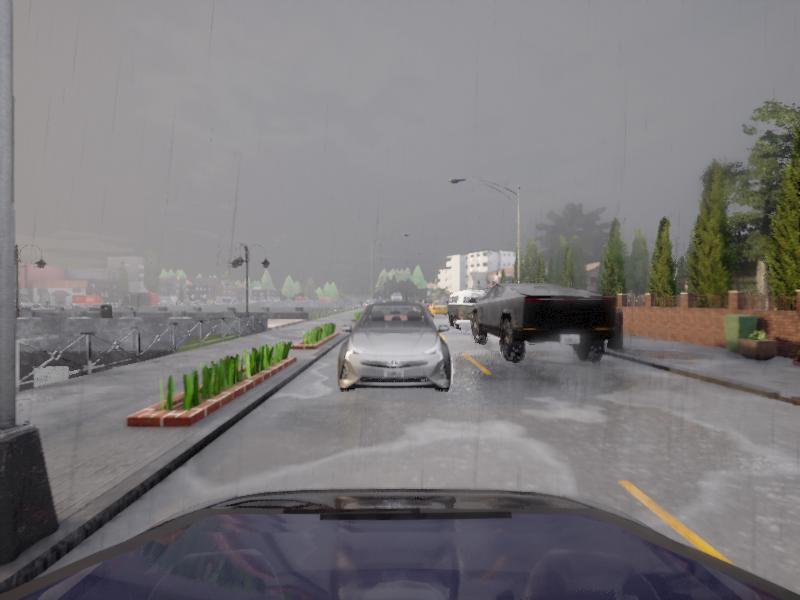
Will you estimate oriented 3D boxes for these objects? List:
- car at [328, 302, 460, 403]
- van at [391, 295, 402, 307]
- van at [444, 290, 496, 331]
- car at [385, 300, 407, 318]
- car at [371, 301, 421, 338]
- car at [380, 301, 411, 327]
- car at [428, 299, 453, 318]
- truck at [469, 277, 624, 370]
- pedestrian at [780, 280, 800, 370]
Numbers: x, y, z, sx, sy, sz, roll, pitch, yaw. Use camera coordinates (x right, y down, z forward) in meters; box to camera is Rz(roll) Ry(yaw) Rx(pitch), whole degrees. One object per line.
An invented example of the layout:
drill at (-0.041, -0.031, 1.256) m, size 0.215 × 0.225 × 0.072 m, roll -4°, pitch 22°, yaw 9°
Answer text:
car at (-0.088, 0.813, 8.368) m, size 2.007 × 1.525 × 4.514 m, roll 0°, pitch 0°, yaw 0°
van at (-0.697, 0.242, 85.957) m, size 2.351 × 2.431 × 6.366 m, roll 0°, pitch 0°, yaw 0°
van at (3.757, 0.532, 22.223) m, size 2.069 × 2.038 × 4.480 m, roll 0°, pitch 0°, yaw 0°
car at (-0.328, 0.769, 35.754) m, size 1.845 × 1.501 × 3.633 m, roll 0°, pitch 0°, yaw 0°
car at (-0.152, 0.799, 18.547) m, size 2.007 × 1.525 × 4.514 m, roll 0°, pitch 0°, yaw 0°
car at (-0.290, 0.814, 25.475) m, size 1.816 × 1.474 × 4.193 m, roll 0°, pitch 0°, yaw -1°
car at (3.642, 0.740, 37.055) m, size 1.801 × 1.575 × 5.366 m, roll 0°, pitch 0°, yaw 0°
truck at (3.831, 0.520, 12.143) m, size 2.390 × 2.098 × 6.274 m, roll 0°, pitch 0°, yaw 0°
pedestrian at (8.651, 0.512, 8.348) m, size 0.751 × 1.860 × 0.751 m, roll 0°, pitch 0°, yaw -12°
